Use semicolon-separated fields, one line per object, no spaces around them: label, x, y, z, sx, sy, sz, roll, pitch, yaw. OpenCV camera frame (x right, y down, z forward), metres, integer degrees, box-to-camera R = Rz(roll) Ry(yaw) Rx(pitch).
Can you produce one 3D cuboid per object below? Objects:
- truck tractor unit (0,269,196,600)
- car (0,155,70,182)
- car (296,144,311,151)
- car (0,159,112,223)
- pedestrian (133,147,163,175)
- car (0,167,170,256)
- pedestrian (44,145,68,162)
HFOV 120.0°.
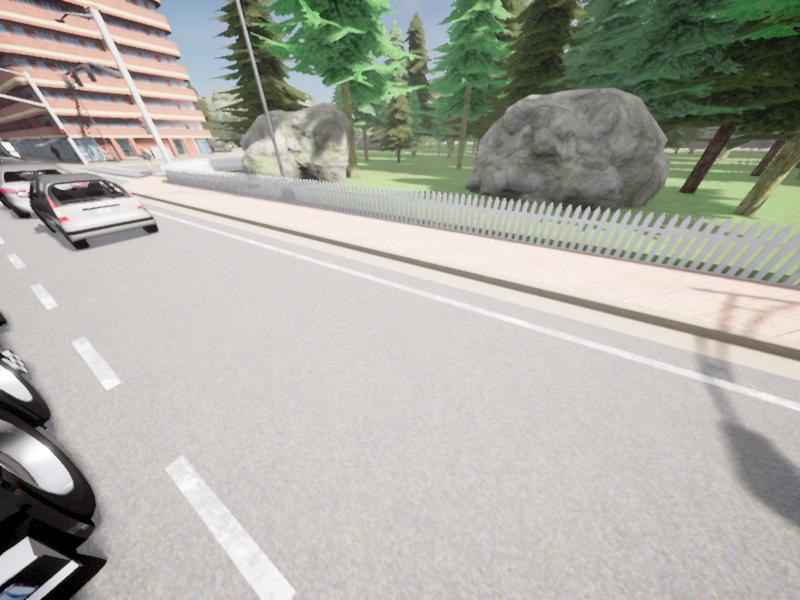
truck tractor unit;-5.121;-0.286;0.811;6.516;4.208;3.053;17;37;24
car;-28.259;-9.406;16.520;4.892;1.490;1.837;-17;38;-22
car;-24.787;-39.117;59.216;1.816;1.474;4.193;-26;42;-32
car;-14.560;-4.594;9.335;4.611;1.667;2.242;18;39;25
pedestrian;-20.024;-11.046;18.380;0.751;1.860;0.751;21;40;28
car;-9.179;-2.779;6.720;3.988;1.617;1.851;18;39;25
pedestrian;-43.876;-18.687;29.467;0.751;1.860;0.751;15;38;21
